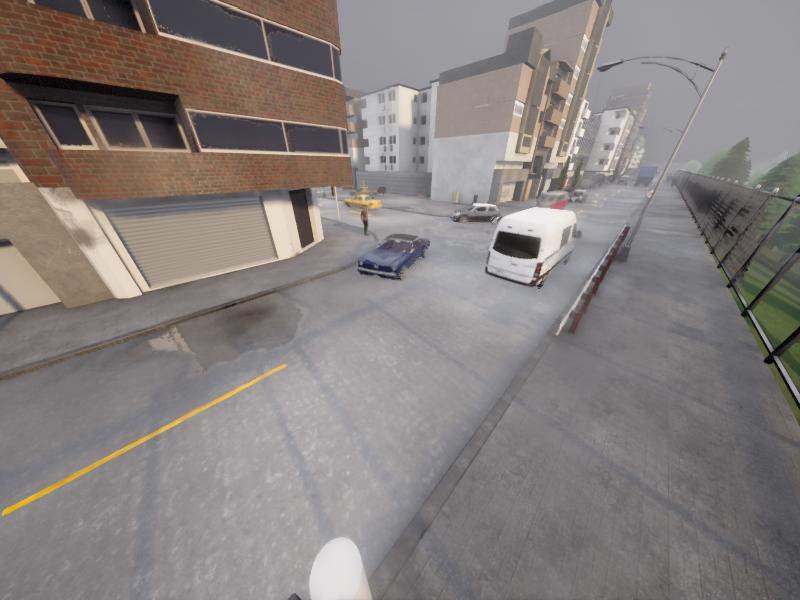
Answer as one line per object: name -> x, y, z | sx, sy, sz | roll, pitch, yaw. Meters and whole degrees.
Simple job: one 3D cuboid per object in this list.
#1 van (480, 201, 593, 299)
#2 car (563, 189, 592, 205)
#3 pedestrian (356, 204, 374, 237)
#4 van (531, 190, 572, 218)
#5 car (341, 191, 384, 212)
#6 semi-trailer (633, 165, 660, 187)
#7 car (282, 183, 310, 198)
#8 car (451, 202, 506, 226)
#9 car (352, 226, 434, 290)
van -> 6.058, -2.538, 10.028 | 5.915, 2.561, 1.988 | -27, 39, -38
car -> 22.874, -13.291, 29.758 | 3.806, 1.475, 1.970 | -26, 39, -38
pedestrian -> -2.244, -5.141, 14.973 | 0.751, 1.860, 0.751 | 24, 38, 36
van -> 14.996, -9.574, 22.810 | 4.442, 1.987, 1.775 | -27, 39, -38
car -> -4.263, -11.057, 25.822 | 5.366, 1.575, 1.801 | 27, 39, 38
semi-trailer -> 62.456, -31.522, 58.392 | 14.254, 4.402, 2.717 | -26, 39, -38
car -> -16.364, -17.211, 36.237 | 4.553, 1.767, 2.097 | 27, 39, 38
car -> 6.399, -7.228, 19.342 | 3.806, 1.475, 1.970 | 2, 30, 3
car -> -0.054, -2.238, 10.783 | 1.895, 1.301, 4.718 | 12, 32, 20
